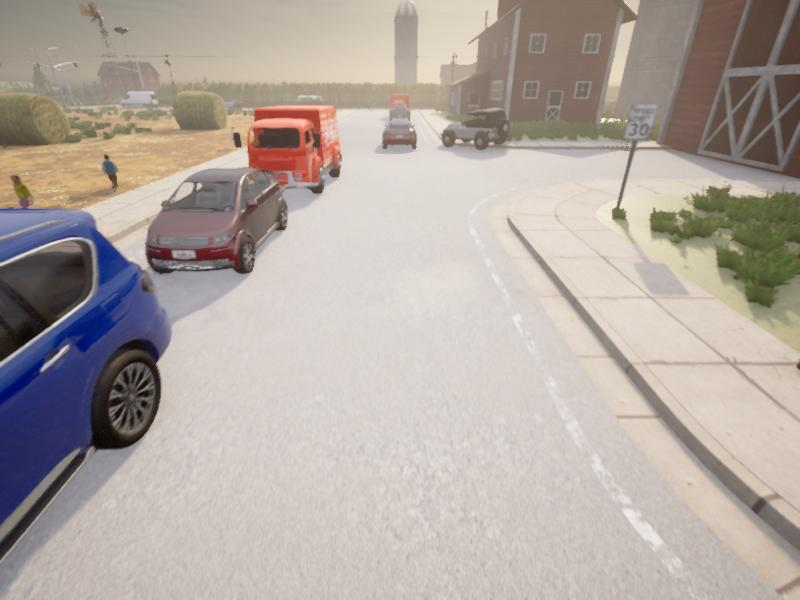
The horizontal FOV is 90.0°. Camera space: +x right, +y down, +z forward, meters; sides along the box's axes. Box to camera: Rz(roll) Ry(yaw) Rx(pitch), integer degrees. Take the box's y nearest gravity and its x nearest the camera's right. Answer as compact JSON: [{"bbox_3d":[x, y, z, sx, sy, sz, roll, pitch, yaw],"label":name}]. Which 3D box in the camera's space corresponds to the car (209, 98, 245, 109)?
[{"bbox_3d":[-29.275,-33.389,67.914,4.974,1.542,2.038,0,28,1],"label":"car"}]

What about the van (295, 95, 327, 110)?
[{"bbox_3d":[-14.330,-31.829,64.519,4.480,2.038,2.069,1,28,1],"label":"van"}]

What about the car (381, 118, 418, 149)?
[{"bbox_3d":[-0.017,-9.928,23.731,1.994,1.385,4.181,0,27,0],"label":"car"}]

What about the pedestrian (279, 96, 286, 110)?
[{"bbox_3d":[-17.312,-29.007,58.908,0.751,1.860,0.751,-9,29,-17],"label":"pedestrian"}]

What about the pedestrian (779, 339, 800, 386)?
[{"bbox_3d":[4.728,0.099,3.874,0.751,1.860,0.751,-13,31,-24],"label":"pedestrian"}]

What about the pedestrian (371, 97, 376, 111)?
[{"bbox_3d":[-4.035,-29.762,60.774,0.751,1.860,0.751,0,28,-1],"label":"pedestrian"}]

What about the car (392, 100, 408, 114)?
[{"bbox_3d":[0.028,-26.651,55.290,2.038,1.542,4.974,0,28,0],"label":"car"}]

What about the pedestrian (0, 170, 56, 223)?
[{"bbox_3d":[-8.721,-2.421,9.374,0.500,1.100,0.500,7,29,13],"label":"pedestrian"}]

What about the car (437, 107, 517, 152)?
[{"bbox_3d":[4.153,-9.474,22.027,1.905,1.878,3.866,-29,37,-33],"label":"car"}]

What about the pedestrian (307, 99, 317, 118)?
[{"bbox_3d":[-9.409,-20.434,42.705,0.751,1.860,0.751,2,28,3],"label":"pedestrian"}]

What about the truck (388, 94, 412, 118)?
[{"bbox_3d":[-0.003,-23.255,47.846,2.627,2.467,5.204,0,28,0],"label":"truck"}]

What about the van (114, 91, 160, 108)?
[{"bbox_3d":[-44.528,-34.015,67.929,5.915,2.561,1.988,1,28,1],"label":"van"}]

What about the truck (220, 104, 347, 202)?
[{"bbox_3d":[-3.515,-5.217,13.616,2.627,2.467,5.204,0,28,0],"label":"truck"}]

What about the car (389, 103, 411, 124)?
[{"bbox_3d":[-0.002,-19.033,40.749,2.152,1.651,5.027,0,28,0],"label":"car"}]

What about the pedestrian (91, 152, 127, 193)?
[{"bbox_3d":[-8.756,-3.847,12.077,0.500,1.100,0.500,-8,29,-16],"label":"pedestrian"}]

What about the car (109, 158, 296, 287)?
[{"bbox_3d":[-3.519,-1.773,8.072,1.789,1.549,3.705,0,28,0],"label":"car"}]

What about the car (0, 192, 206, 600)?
[{"bbox_3d":[-3.514,1.103,2.091,2.150,2.045,5.566,0,28,0],"label":"car"}]

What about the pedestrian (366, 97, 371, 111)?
[{"bbox_3d":[-4.710,-29.485,60.234,0.751,1.860,0.751,-2,28,-4],"label":"pedestrian"}]

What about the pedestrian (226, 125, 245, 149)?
[{"bbox_3d":[-8.648,-8.579,21.049,0.500,1.100,0.500,9,29,16],"label":"pedestrian"}]
